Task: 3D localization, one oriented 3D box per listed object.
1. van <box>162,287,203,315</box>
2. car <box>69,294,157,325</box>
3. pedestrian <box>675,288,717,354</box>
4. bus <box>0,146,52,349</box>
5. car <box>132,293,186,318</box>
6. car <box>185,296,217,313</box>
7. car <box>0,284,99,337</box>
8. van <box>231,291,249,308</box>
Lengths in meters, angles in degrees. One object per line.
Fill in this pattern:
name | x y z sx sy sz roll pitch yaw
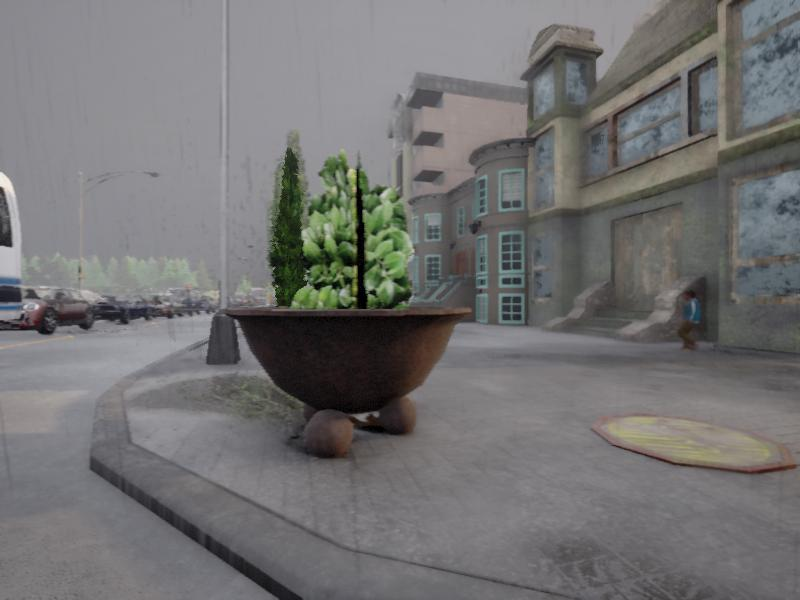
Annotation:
van | -16.652 0.095 30.844 1.775 1.987 4.442 0 0 -15
car | -13.499 0.404 19.199 1.895 1.301 4.718 0 0 -15
pedestrian | 5.261 0.356 7.108 0.500 1.100 0.500 0 0 -41
bus | -9.406 -1.118 4.789 3.944 4.253 10.273 0 0 -16
car | -15.187 0.333 25.422 1.970 1.475 3.806 0 0 -15
car | -18.302 0.370 36.939 1.816 1.474 4.193 0 0 -15
car | -11.842 0.295 13.054 1.970 1.475 3.806 0 0 -15
van | -25.838 -0.097 64.750 1.988 2.561 5.915 0 0 -15
